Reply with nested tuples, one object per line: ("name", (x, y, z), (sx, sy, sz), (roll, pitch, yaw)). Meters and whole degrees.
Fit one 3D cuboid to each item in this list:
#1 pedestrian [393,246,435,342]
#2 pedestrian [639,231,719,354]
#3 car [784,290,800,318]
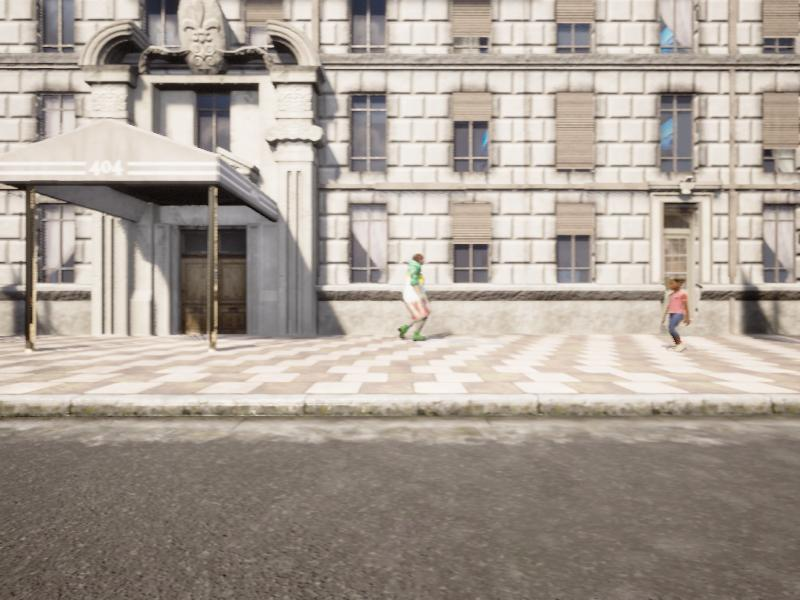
("pedestrian", (0.272, -0.115, 8.108), (0.751, 1.860, 0.751), (0, 0, -7))
("pedestrian", (4.433, -0.117, 6.412), (0.751, 1.860, 0.751), (0, 0, -2))
("car", (23.370, 0.218, 21.046), (2.007, 1.525, 4.514), (0, 0, 0))
